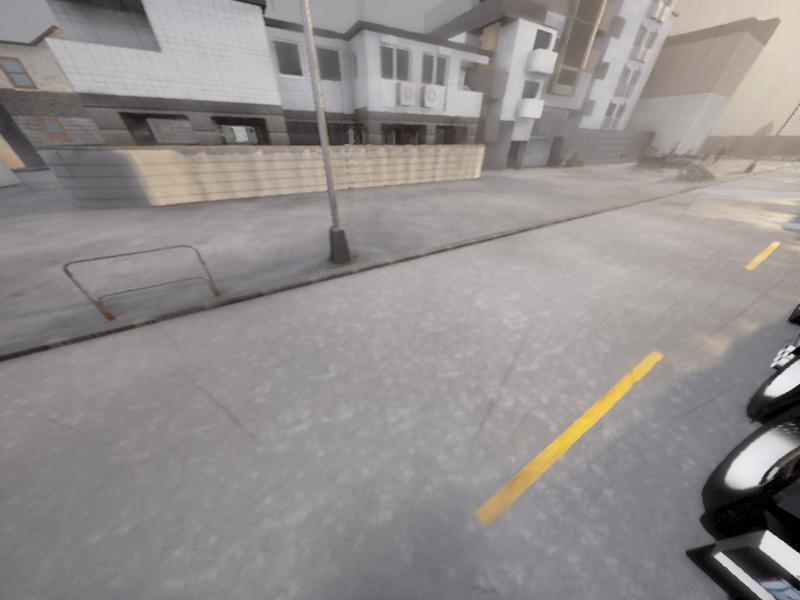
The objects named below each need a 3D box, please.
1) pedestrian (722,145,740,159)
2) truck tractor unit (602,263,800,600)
[{"bbox_3d":[54.185,-24.222,37.824,0.751,1.860,0.751,-18,39,-25],"label":"pedestrian"},{"bbox_3d":[5.115,-0.293,0.792,6.516,4.208,3.053,-18,39,-24],"label":"truck tractor unit"}]
